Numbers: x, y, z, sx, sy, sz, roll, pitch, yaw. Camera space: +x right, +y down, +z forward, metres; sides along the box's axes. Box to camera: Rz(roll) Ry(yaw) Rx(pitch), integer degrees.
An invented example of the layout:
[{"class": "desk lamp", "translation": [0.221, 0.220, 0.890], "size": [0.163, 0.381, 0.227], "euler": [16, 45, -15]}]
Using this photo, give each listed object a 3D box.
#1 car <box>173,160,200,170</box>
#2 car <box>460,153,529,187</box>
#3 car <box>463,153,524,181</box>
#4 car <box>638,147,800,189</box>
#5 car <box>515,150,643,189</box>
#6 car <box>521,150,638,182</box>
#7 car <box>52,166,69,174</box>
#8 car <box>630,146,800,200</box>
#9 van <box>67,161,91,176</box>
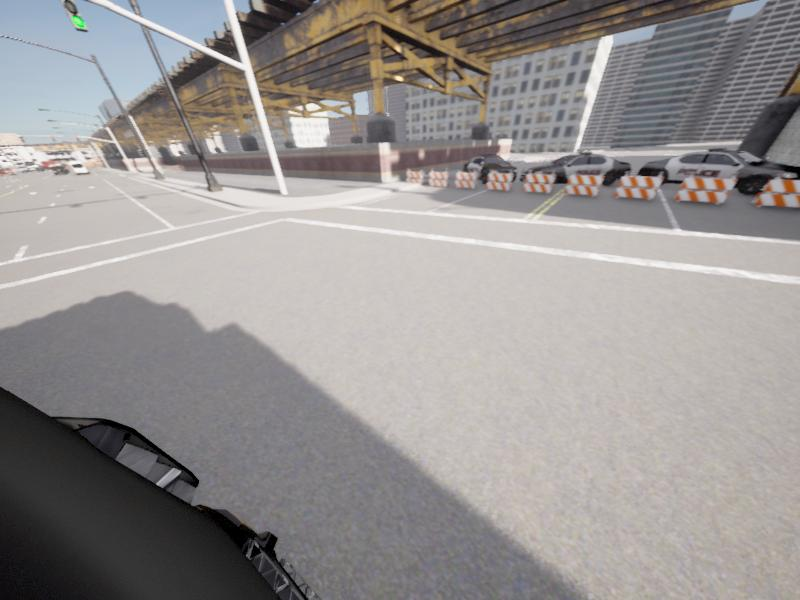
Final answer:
[{"class": "car", "translation": [-48.186, -30.515, 52.258], "size": [2.038, 1.542, 4.974], "euler": [-6, 34, -4]}, {"class": "car", "translation": [5.839, -8.659, 15.161], "size": [2.038, 1.542, 4.974], "euler": [-6, 34, -4]}, {"class": "car", "translation": [5.826, -8.819, 15.117], "size": [1.853, 1.218, 4.536], "euler": [-6, 34, -4]}, {"class": "car", "translation": [13.969, -5.905, 10.101], "size": [1.853, 1.218, 4.536], "euler": [-14, 35, -17]}, {"class": "car", "translation": [9.377, -7.154, 12.621], "size": [4.974, 1.542, 2.038], "euler": [0, 34, 4]}, {"class": "car", "translation": [9.422, -7.286, 12.530], "size": [4.536, 1.218, 1.853], "euler": [0, 34, 4]}, {"class": "car", "translation": [-91.163, -34.922, 62.125], "size": [5.238, 1.638, 1.930], "euler": [23, 41, 34]}, {"class": "car", "translation": [13.995, -5.748, 10.147], "size": [2.038, 1.542, 4.974], "euler": [-14, 35, -17]}, {"class": "van", "translation": [-71.607, -29.445, 51.563], "size": [5.915, 2.561, 1.988], "euler": [24, 42, 33]}]
